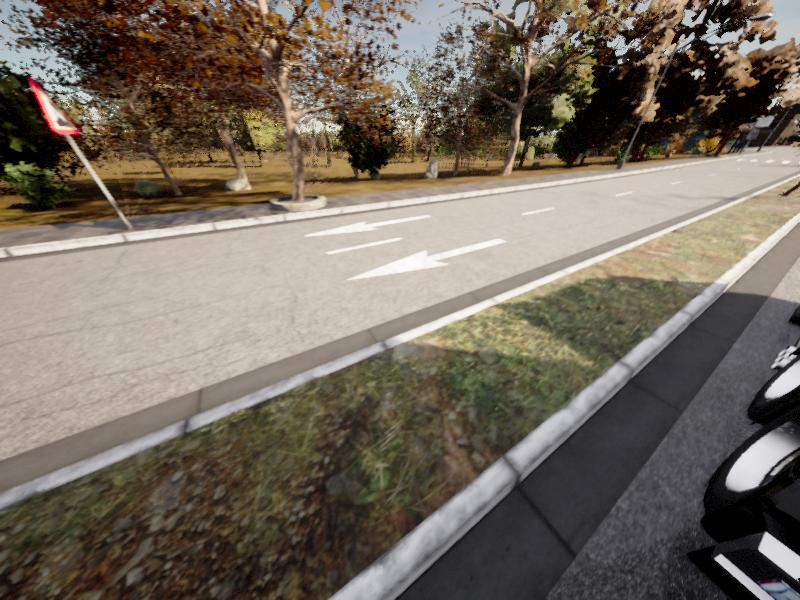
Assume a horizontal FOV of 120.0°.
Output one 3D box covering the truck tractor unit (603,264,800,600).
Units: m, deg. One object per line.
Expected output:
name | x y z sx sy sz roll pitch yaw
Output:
truck tractor unit | 5.108 -0.302 0.793 6.516 4.208 3.053 -18 38 -24
